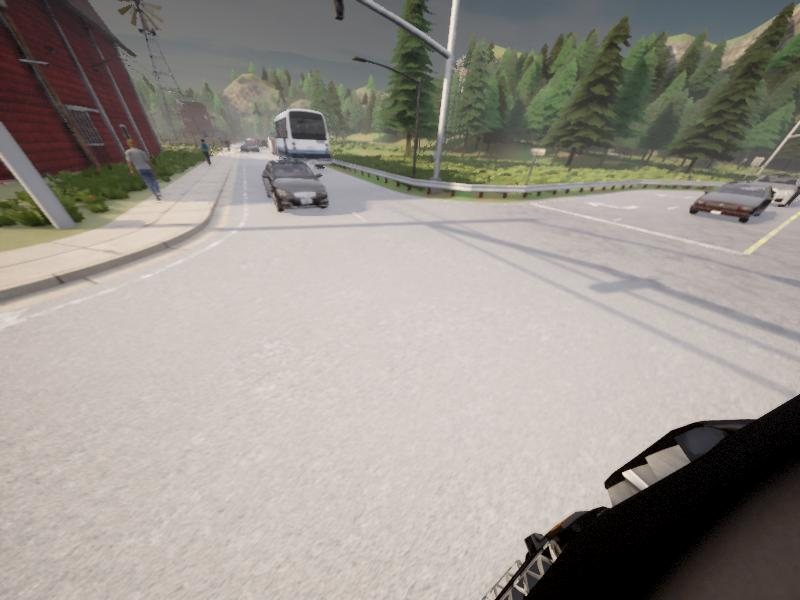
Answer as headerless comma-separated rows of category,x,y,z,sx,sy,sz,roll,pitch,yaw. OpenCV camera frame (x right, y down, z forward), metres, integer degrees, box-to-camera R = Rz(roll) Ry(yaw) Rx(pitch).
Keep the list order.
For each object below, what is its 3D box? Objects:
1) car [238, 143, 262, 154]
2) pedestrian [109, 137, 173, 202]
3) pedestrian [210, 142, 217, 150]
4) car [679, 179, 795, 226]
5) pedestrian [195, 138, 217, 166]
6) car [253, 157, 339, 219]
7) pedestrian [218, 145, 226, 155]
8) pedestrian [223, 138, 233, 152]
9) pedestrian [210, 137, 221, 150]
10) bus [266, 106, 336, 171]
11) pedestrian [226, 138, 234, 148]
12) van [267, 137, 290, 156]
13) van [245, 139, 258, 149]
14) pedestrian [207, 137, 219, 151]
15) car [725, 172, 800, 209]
car,-26.529,-26.847,40.868,4.181,1.385,1.994,28,41,32
pedestrian,-8.914,-4.525,8.069,0.751,1.860,0.751,-19,39,-29
pedestrian,-32.449,-26.803,40.289,0.500,1.100,0.500,24,39,29
car,16.058,-4.791,10.995,5.357,1.411,2.033,-16,38,-26
pedestrian,-15.659,-11.957,18.672,0.751,1.860,0.751,-16,38,-26
car,-4.393,-4.780,9.415,2.128,1.511,4.902,-17,38,-26
pedestrian,-23.783,-20.040,30.827,0.500,1.100,0.500,-11,36,-20
pedestrian,-27.867,-25.068,37.352,0.751,1.860,0.751,-19,39,-29
pedestrian,-31.846,-26.955,39.876,0.751,1.860,0.751,-23,42,-33
bus,-9.986,-15.598,22.693,3.944,4.253,10.273,-16,38,-25
pedestrian,-37.624,-34.744,51.083,0.751,1.860,0.751,-21,41,-31
van,-20.657,-26.013,39.102,2.351,2.431,6.366,-15,38,-25
van,-36.312,-38.098,56.350,2.069,2.038,4.480,-15,38,-25
pedestrian,-31.007,-25.879,38.331,0.751,1.860,0.751,4,34,2
car,23.703,-7.092,14.749,4.611,1.667,2.242,-16,38,-26
